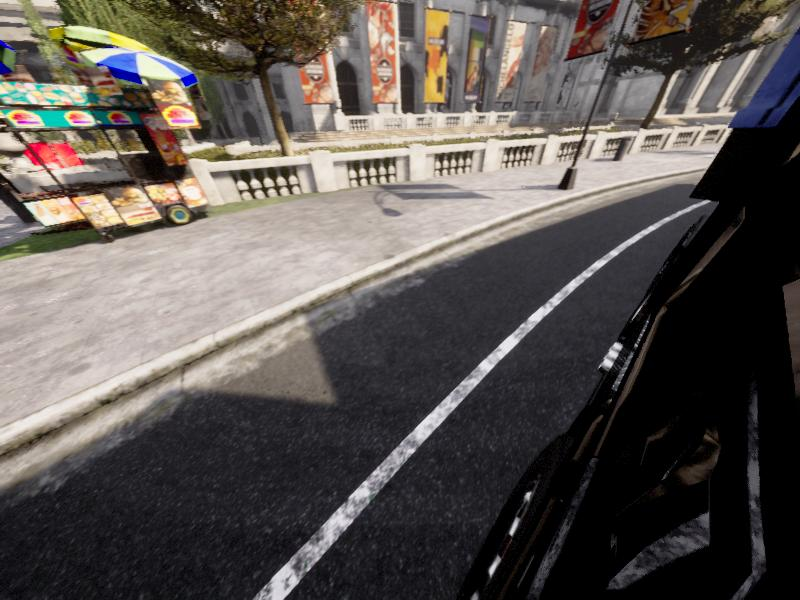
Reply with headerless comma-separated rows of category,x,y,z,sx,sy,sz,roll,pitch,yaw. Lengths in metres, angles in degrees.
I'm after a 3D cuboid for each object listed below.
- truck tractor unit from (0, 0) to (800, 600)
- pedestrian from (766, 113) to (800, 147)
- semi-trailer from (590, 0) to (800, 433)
truck tractor unit,2.645,-0.295,0.351,6.516,4.208,3.053,-28,44,-30
pedestrian,26.870,-11.704,15.892,0.751,1.860,0.751,-12,38,-12
semi-trailer,9.234,-3.162,3.636,14.254,4.402,2.717,-21,40,-23
